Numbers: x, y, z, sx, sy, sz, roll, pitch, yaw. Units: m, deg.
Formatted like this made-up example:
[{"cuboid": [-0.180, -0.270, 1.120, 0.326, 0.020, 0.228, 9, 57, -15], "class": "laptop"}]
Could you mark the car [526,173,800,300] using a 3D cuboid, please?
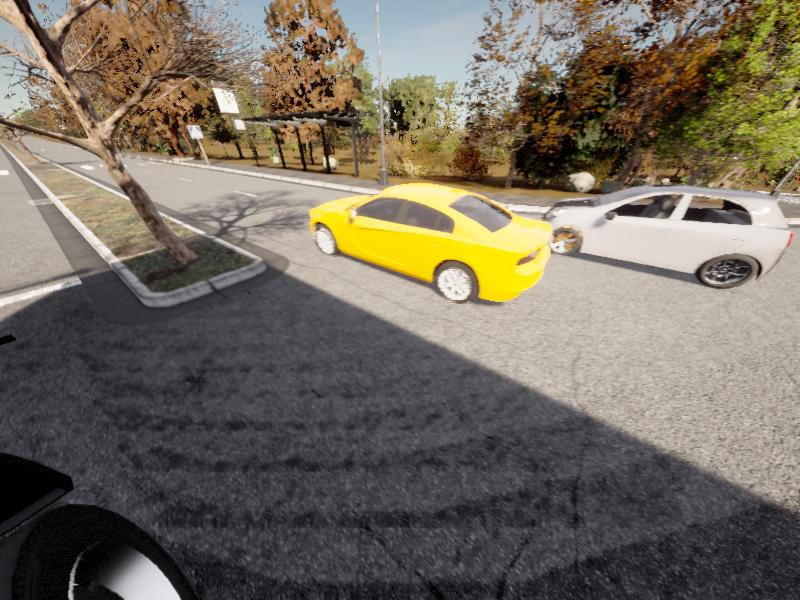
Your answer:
[{"cuboid": [5.078, -1.645, 4.939, 3.633, 1.501, 1.845, 22, 41, 28], "class": "car"}]

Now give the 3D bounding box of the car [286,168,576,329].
[{"cuboid": [0.230, -1.507, 4.684, 5.008, 1.535, 1.882, 23, 41, 27], "class": "car"}]
